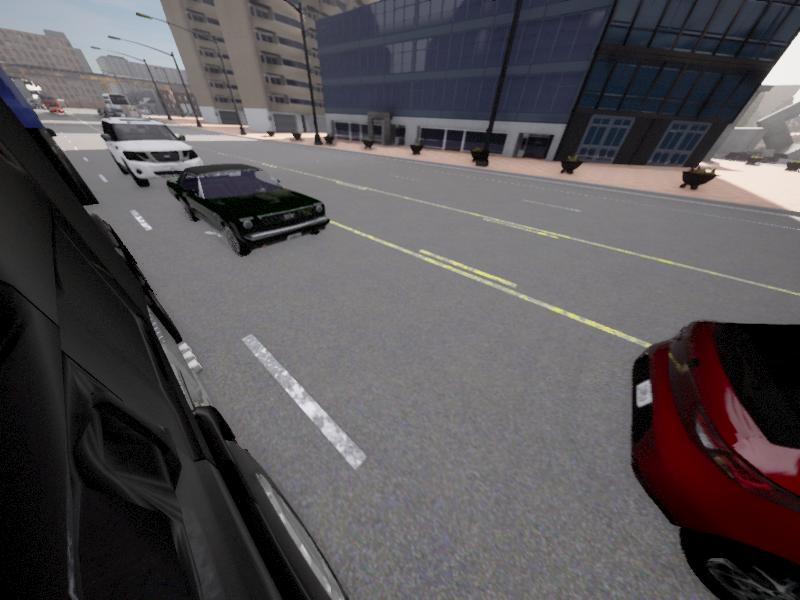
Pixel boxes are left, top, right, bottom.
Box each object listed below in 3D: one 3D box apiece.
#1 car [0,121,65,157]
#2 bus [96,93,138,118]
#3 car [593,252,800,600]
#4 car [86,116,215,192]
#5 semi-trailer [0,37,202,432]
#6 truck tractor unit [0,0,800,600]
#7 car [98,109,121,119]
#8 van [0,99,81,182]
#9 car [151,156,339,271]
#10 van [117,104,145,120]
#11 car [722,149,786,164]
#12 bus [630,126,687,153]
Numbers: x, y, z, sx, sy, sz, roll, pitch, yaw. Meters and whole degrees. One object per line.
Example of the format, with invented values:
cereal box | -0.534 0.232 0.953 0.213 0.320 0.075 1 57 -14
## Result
car | -22.918 -9.929 14.136 4.902 1.511 2.128 28 44 30
bus | -69.741 -48.032 56.963 10.273 4.253 3.944 29 44 29
car | 3.608 1.446 0.761 4.193 1.474 1.816 28 44 29
car | -10.403 -6.245 9.597 5.566 2.045 2.150 28 44 30
semi-trailer | -8.742 -3.582 4.173 14.254 4.402 2.717 28 43 29
truck tractor unit | -2.645 -0.295 0.351 6.516 4.208 3.053 28 44 30
car | -62.931 -40.336 50.083 4.902 1.511 2.128 29 44 28
van | -16.550 -6.924 9.785 6.366 2.431 2.351 28 43 29
car | -3.816 -2.431 5.568 4.718 1.301 1.895 28 44 30
van | -60.139 -41.974 51.662 6.366 2.431 2.351 29 44 28
car | 55.300 -22.490 36.216 2.033 1.411 5.357 -16 42 -24
bus | 55.371 -34.934 50.151 3.944 4.253 10.273 17 39 17
